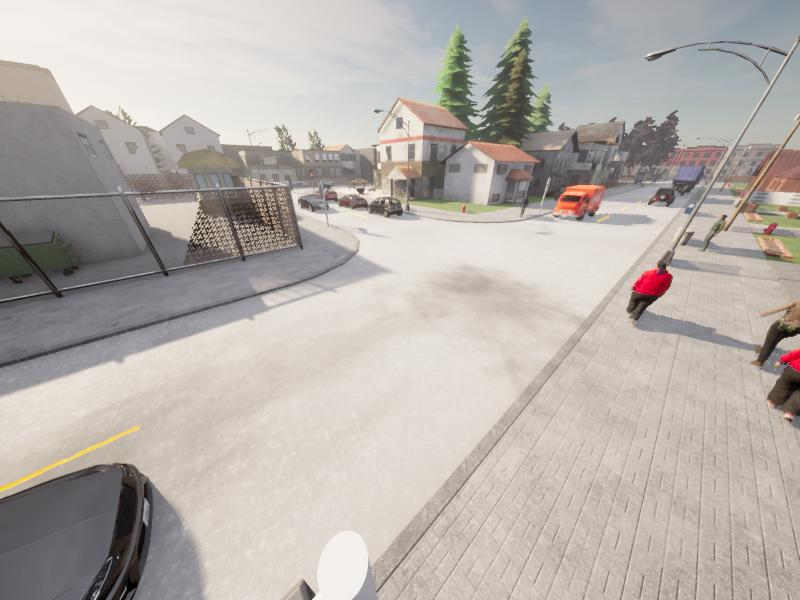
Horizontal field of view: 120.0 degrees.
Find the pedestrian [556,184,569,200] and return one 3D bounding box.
[{"bbox_3d":[21.558,-14.321,30.694,0.751,1.860,0.751,-23,37,-34],"label":"pedestrian"}]

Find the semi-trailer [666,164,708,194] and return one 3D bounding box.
[{"bbox_3d":[52.914,-22.445,42.459,14.254,4.402,2.717,-23,37,-34],"label":"semi-trailer"}]

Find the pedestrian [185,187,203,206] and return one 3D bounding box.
[{"bbox_3d":[-23.347,-11.735,26.221,0.751,1.860,0.751,19,35,30],"label":"pedestrian"}]

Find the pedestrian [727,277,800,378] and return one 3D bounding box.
[{"bbox_3d":[8.201,0.582,4.880,0.751,1.860,0.751,-25,38,-36],"label":"pedestrian"}]

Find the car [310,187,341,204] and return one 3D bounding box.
[{"bbox_3d":[-9.926,-13.902,30.558,2.007,1.525,4.514,-23,37,-34],"label":"car"}]

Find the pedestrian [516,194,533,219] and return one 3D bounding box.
[{"bbox_3d":[10.668,-8.063,19.856,0.751,1.860,0.751,11,32,18],"label":"pedestrian"}]

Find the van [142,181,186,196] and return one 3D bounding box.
[{"bbox_3d":[-37.917,-18.056,37.293,4.442,1.987,1.775,-22,37,-33],"label":"van"}]

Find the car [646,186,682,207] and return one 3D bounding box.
[{"bbox_3d":[31.494,-12.374,27.547,3.866,1.878,1.905,-23,37,-34],"label":"car"}]

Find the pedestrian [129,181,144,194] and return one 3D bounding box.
[{"bbox_3d":[-43.641,-18.692,38.265,0.751,1.860,0.751,16,34,26],"label":"pedestrian"}]

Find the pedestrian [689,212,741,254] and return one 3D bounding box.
[{"bbox_3d":[16.017,-3.428,11.827,0.751,1.860,0.751,20,35,30],"label":"pedestrian"}]

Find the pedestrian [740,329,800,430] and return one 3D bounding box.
[{"bbox_3d":[6.924,1.198,3.813,0.751,1.860,0.751,-23,37,-34],"label":"pedestrian"}]

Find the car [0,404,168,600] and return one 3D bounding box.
[{"bbox_3d":[-4.609,2.940,1.439,4.193,1.474,1.816,-23,37,-34],"label":"car"}]

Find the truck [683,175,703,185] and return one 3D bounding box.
[{"bbox_3d":[75.412,-30.871,59.378,6.274,2.098,2.390,-23,37,-34],"label":"truck"}]

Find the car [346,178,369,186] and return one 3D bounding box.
[{"bbox_3d":[-10.541,-29.400,57.348,5.366,1.575,1.801,-23,37,-34],"label":"car"}]

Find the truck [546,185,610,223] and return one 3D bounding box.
[{"bbox_3d":[15.866,-8.694,20.574,5.204,2.467,2.627,-24,38,-34],"label":"truck"}]

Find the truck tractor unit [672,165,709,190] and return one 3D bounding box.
[{"bbox_3d":[58.979,-24.885,46.929,6.516,4.208,3.053,-23,37,-34],"label":"truck tractor unit"}]

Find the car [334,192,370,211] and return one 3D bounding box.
[{"bbox_3d":[-5.423,-11.160,25.967,1.994,1.385,4.181,-24,38,-35],"label":"car"}]

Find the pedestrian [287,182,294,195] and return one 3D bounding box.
[{"bbox_3d":[-17.777,-18.143,37.516,0.751,1.860,0.751,-12,32,-19],"label":"pedestrian"}]

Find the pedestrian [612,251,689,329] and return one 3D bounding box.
[{"bbox_3d":[6.794,-0.277,6.370,0.751,1.860,0.751,26,39,37],"label":"pedestrian"}]

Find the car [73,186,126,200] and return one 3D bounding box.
[{"bbox_3d":[-43.392,-15.574,33.505,4.193,1.474,1.816,-23,37,-34],"label":"car"}]

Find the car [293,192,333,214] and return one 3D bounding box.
[{"bbox_3d":[-9.255,-10.369,24.454,2.128,1.511,4.902,-23,37,-34],"label":"car"}]

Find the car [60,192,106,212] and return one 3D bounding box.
[{"bbox_3d":[-33.330,-10.450,24.440,1.816,1.474,4.193,-23,37,-34],"label":"car"}]

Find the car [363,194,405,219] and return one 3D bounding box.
[{"bbox_3d":[-1.531,-8.899,21.812,1.851,1.617,3.988,-23,37,-34],"label":"car"}]

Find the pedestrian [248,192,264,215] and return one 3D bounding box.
[{"bbox_3d":[-13.172,-8.842,21.202,0.751,1.860,0.751,-16,34,-26],"label":"pedestrian"}]

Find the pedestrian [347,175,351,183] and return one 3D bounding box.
[{"bbox_3d":[-13.606,-32.193,61.650,0.751,1.860,0.751,-25,39,-37],"label":"pedestrian"}]

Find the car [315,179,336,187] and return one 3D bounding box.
[{"bbox_3d":[-17.006,-26.646,52.681,3.806,1.475,1.970,-23,37,-34],"label":"car"}]
